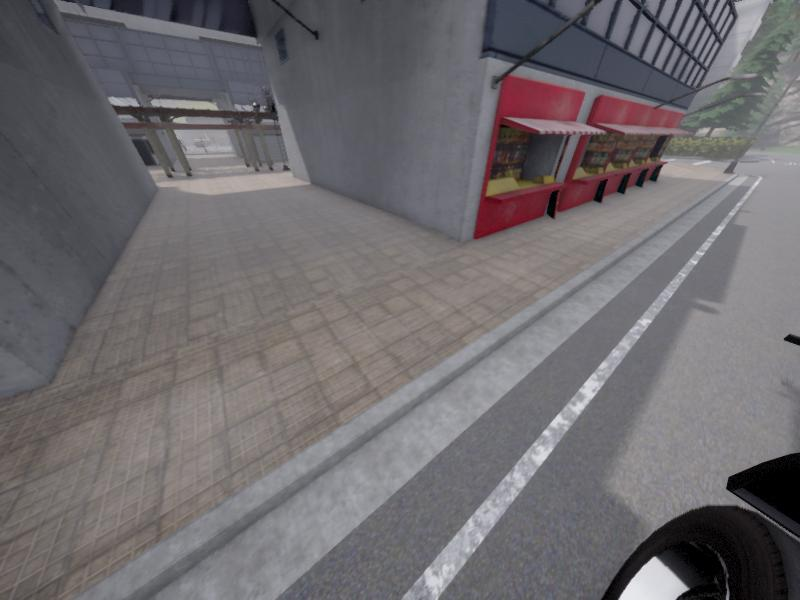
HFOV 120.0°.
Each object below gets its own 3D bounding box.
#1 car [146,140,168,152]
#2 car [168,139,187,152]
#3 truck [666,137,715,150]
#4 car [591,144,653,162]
[{"bbox_3d":[-44.556,-28.363,42.474,1.932,1.855,4.605,-24,41,-29],"label":"car"},{"bbox_3d":[-42.476,-29.579,44.150,1.905,1.878,3.866,-24,41,-29],"label":"car"},{"bbox_3d":[56.842,-30.900,45.531,2.390,2.098,6.274,5,35,7],"label":"truck"},{"bbox_3d":[23.193,-15.546,24.312,1.994,1.385,4.181,-22,40,-27],"label":"car"}]
